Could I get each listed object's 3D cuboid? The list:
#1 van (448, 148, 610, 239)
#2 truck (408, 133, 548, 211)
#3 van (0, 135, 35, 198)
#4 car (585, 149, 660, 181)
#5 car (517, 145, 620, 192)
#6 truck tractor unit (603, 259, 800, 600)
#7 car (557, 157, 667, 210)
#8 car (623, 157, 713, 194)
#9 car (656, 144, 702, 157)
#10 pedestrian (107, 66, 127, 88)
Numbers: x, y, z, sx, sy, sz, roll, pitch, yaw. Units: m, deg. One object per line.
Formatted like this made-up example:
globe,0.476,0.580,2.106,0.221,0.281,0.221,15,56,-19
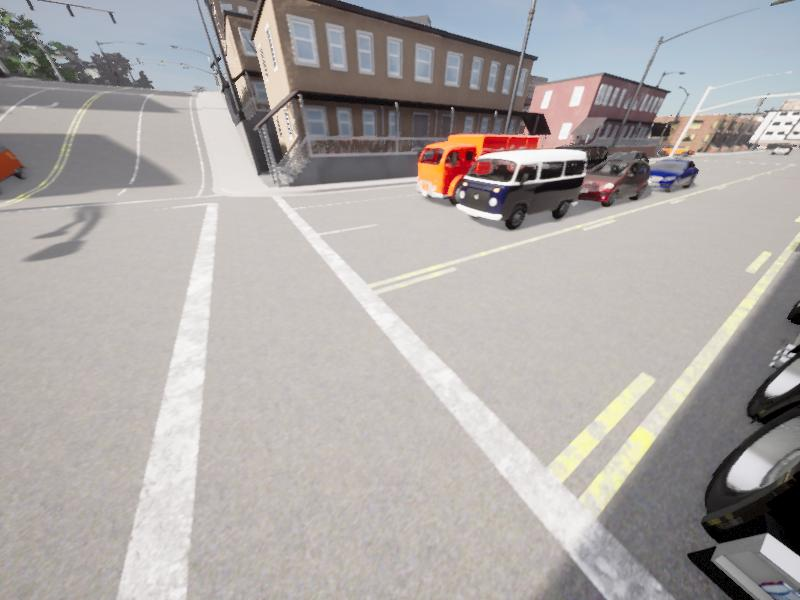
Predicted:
van,4.111,-3.720,7.600,4.480,2.038,2.069,-18,39,-25
truck,3.305,-5.867,10.304,5.204,2.467,2.627,-18,39,-24
van,-20.347,-6.265,10.805,1.775,1.987,4.442,-19,48,-26
car,16.244,-9.981,16.915,4.553,1.767,2.097,-18,39,-25
car,10.027,-7.999,13.795,5.566,2.045,2.150,-18,39,-25
truck tractor unit,5.101,-0.310,0.794,6.516,4.208,3.053,-19,39,-24
car,9.399,-5.305,10.300,3.988,1.617,1.851,-18,39,-25
car,15.313,-7.201,13.217,4.674,1.442,1.812,-18,39,-25
car,49.574,-26.670,41.178,2.097,1.767,4.553,-20,40,-27
pedestrian,-36.904,-29.049,30.133,0.751,1.860,0.751,-15,38,-21
